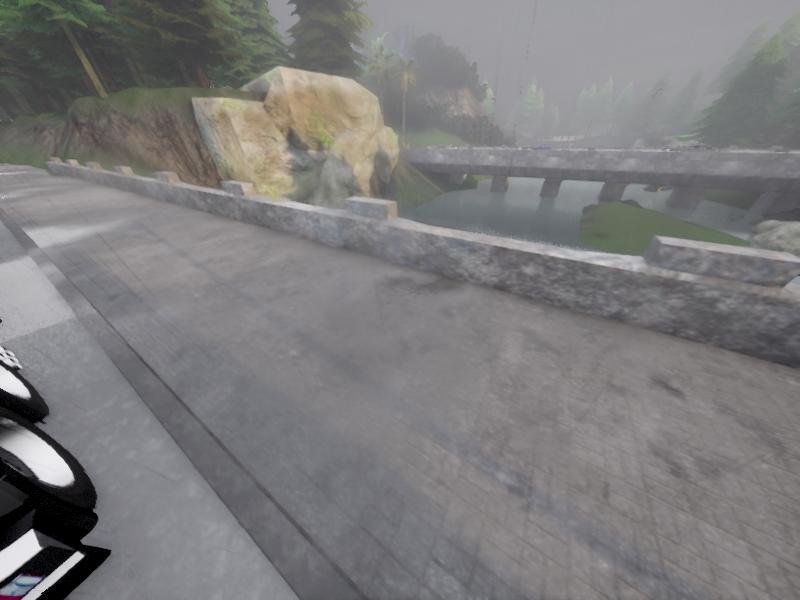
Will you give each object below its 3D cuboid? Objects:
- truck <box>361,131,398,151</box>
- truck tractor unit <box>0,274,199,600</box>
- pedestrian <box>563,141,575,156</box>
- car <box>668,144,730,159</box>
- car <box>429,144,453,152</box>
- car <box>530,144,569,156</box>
[{"bbox_3d":[-4.941,-38.332,55.725,8.468,3.827,2.891,19,39,25],"label":"truck"},{"bbox_3d":[-5.127,-0.284,0.755,6.516,4.208,3.053,18,39,23],"label":"truck tractor unit"},{"bbox_3d":[24.085,-21.544,32.857,0.751,1.860,0.751,22,41,29],"label":"pedestrian"},{"bbox_3d":[39.168,-19.611,30.462,4.514,1.525,2.007,19,39,25],"label":"car"},{"bbox_3d":[8.729,-32.676,49.564,4.674,1.442,1.812,19,39,25],"label":"car"},{"bbox_3d":[24.439,-24.659,37.832,5.008,1.535,1.882,19,39,25],"label":"car"}]
